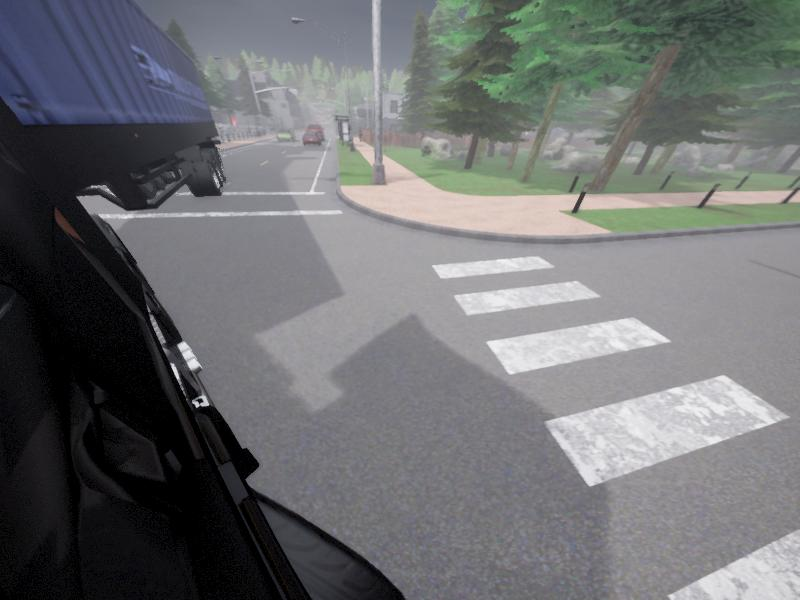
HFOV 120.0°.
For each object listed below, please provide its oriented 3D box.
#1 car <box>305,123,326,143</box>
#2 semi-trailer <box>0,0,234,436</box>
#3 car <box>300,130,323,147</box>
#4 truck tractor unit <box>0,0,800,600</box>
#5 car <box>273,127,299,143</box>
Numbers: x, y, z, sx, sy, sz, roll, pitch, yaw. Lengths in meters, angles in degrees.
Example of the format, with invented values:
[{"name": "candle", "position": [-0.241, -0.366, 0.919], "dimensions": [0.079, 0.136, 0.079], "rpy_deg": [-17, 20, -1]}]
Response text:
[{"name": "car", "position": [-12.174, -24.343, 33.603], "dimensions": [2.150, 2.045, 5.566], "rpy_deg": [-6, 38, -11]}, {"name": "semi-trailer", "position": [-6.796, -4.453, 5.469], "dimensions": [2.717, 4.402, 14.254], "rpy_deg": [-15, 41, -22]}, {"name": "car", "position": [-10.466, -19.331, 27.601], "dimensions": [1.994, 1.385, 4.181], "rpy_deg": [-6, 38, -11]}, {"name": "truck tractor unit", "position": [-2.645, -0.295, 0.351], "dimensions": [6.516, 4.208, 3.053], "rpy_deg": [28, 44, 30]}, {"name": "car", "position": [-14.757, -21.528, 30.118], "dimensions": [2.007, 1.525, 4.514], "rpy_deg": [-6, 38, -11]}]
